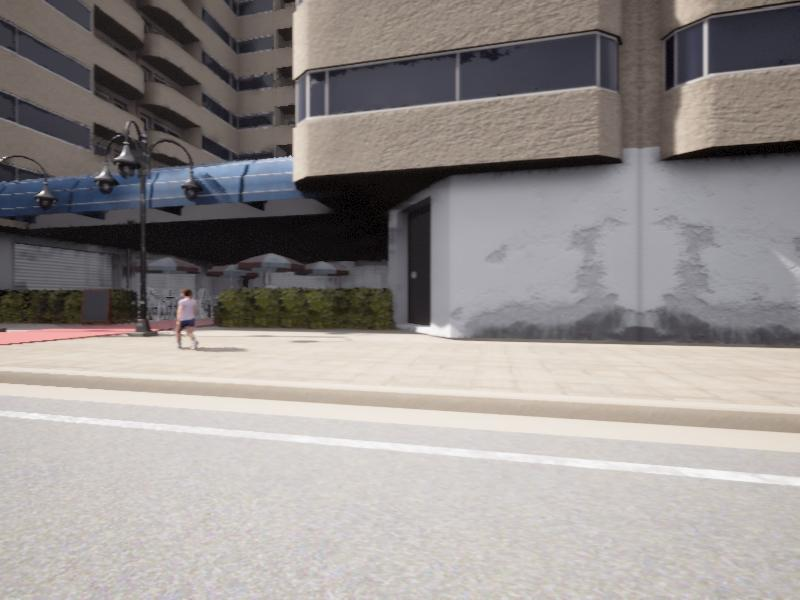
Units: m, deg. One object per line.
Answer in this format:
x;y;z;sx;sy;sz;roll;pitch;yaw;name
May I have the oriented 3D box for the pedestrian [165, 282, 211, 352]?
-3.525;0.263;6.657;0.500;1.100;0.500;0;0;32;pedestrian
